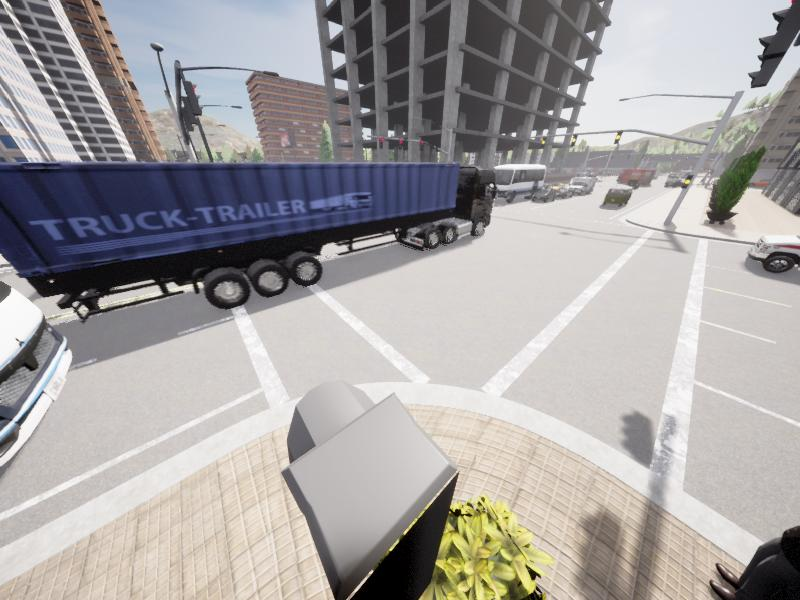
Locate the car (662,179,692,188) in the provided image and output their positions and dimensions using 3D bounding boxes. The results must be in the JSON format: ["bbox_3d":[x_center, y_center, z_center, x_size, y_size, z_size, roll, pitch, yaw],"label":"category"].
[{"bbox_3d":[60.543,-25.447,50.519,4.514,1.525,2.007,-9,31,-13],"label":"car"}]

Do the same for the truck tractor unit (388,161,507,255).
[{"bbox_3d":[2.850,-5.819,13.852,6.516,4.208,3.053,-23,37,-34],"label":"truck tractor unit"}]

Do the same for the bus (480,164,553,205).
[{"bbox_3d":[15.792,-15.784,31.093,10.273,4.253,3.944,-23,37,-34],"label":"bus"}]

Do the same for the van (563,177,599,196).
[{"bbox_3d":[29.749,-18.670,37.915,6.366,2.431,2.351,-23,37,-34],"label":"van"}]

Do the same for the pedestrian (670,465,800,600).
[{"bbox_3d":[3.453,2.233,1.925,0.751,1.860,0.751,-15,33,-24],"label":"pedestrian"}]

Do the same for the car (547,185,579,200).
[{"bbox_3d":[23.938,-15.821,33.898,4.902,1.511,2.128,-23,37,-34],"label":"car"}]

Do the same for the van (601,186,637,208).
[{"bbox_3d":[25.703,-12.194,27.139,4.442,1.987,1.775,-23,37,-34],"label":"van"}]

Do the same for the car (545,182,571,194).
[{"bbox_3d":[27.903,-19.813,40.743,5.366,1.575,1.801,-23,37,-34],"label":"car"}]

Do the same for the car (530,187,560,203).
[{"bbox_3d":[19.024,-13.768,30.300,3.705,1.549,1.789,-23,37,-34],"label":"car"}]

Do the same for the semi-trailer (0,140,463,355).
[{"bbox_3d":[-3.228,-3.366,9.414,14.254,4.402,2.717,-23,37,-34],"label":"semi-trailer"}]

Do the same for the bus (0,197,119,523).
[{"bbox_3d":[-9.891,1.757,0.716,10.273,4.253,3.944,-23,37,-34],"label":"bus"}]

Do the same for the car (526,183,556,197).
[{"bbox_3d":[22.490,-17.570,36.767,4.611,1.667,2.242,-23,37,-34],"label":"car"}]

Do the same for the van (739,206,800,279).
[{"bbox_3d":[18.458,-1.625,8.393,2.351,2.431,6.366,-23,37,-34],"label":"van"}]

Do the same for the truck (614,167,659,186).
[{"bbox_3d":[58.892,-31.053,57.928,2.891,3.827,8.468,5,31,9],"label":"truck"}]
